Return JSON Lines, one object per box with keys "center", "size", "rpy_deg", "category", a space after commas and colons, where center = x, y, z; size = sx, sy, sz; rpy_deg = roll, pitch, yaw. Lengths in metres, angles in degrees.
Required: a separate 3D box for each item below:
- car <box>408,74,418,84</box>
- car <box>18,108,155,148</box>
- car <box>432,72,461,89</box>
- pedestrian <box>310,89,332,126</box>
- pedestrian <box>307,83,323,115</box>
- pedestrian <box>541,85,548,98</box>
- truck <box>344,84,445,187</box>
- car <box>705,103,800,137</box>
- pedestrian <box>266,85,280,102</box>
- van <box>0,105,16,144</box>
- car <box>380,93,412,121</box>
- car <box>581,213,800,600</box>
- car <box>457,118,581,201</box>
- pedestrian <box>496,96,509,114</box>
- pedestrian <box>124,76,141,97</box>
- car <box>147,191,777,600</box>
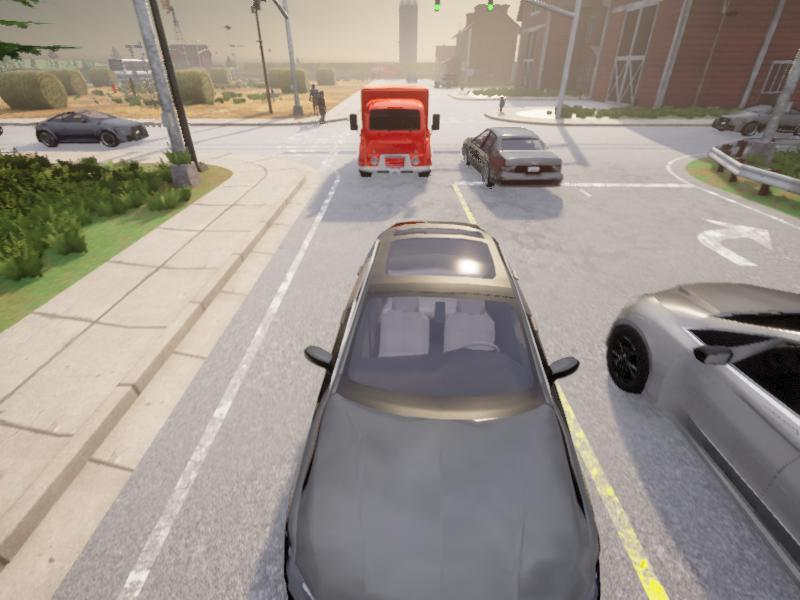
{"center": [2.615, -44.439, 80.370], "size": [1.789, 1.549, 3.705], "rpy_deg": [0, 30, 0], "category": "car"}
{"center": [-13.682, -7.641, 17.736], "size": [4.181, 1.385, 1.994], "rpy_deg": [0, 30, 0], "category": "car"}
{"center": [6.994, -32.979, 60.149], "size": [1.905, 1.878, 3.866], "rpy_deg": [-31, 40, -32], "category": "car"}
{"center": [-4.538, -11.086, 23.070], "size": [0.751, 1.860, 0.751], "rpy_deg": [24, 38, 35], "category": "pedestrian"}
{"center": [-5.697, -13.424, 26.738], "size": [0.751, 1.860, 0.751], "rpy_deg": [-10, 32, -17], "category": "pedestrian"}
{"center": [14.041, -20.220, 38.866], "size": [0.500, 1.100, 0.500], "rpy_deg": [7, 31, 12], "category": "pedestrian"}
{"center": [-0.166, -5.647, 13.206], "size": [2.627, 2.467, 5.204], "rpy_deg": [0, 30, 0], "category": "truck"}
{"center": [18.674, -9.257, 20.514], "size": [4.181, 1.385, 1.994], "rpy_deg": [0, 30, 0], "category": "car"}
{"center": [-11.683, -18.954, 36.729], "size": [0.751, 1.300, 0.751], "rpy_deg": [12, 32, 19], "category": "pedestrian"}
{"center": [-21.167, -8.179, 17.494], "size": [5.915, 2.561, 1.988], "rpy_deg": [0, 30, 1], "category": "van"}
{"center": [-0.325, -13.018, 26.877], "size": [1.994, 1.385, 4.181], "rpy_deg": [-1, 30, -2], "category": "car"}
{"center": [3.447, 0.964, 2.696], "size": [2.242, 1.667, 4.611], "rpy_deg": [0, 30, -1], "category": "car"}
{"center": [3.288, -4.572, 12.432], "size": [2.033, 1.411, 5.357], "rpy_deg": [-1, 30, -3], "category": "car"}
{"center": [6.995, -13.349, 27.362], "size": [0.500, 1.100, 0.500], "rpy_deg": [-18, 35, -28], "category": "pedestrian"}
{"center": [-28.558, -22.774, 42.685], "size": [0.751, 1.860, 0.751], "rpy_deg": [19, 35, 29], "category": "pedestrian"}
{"center": [0.347, 0.391, 3.829], "size": [2.128, 1.511, 4.902], "rpy_deg": [2, 30, 3], "category": "car"}
